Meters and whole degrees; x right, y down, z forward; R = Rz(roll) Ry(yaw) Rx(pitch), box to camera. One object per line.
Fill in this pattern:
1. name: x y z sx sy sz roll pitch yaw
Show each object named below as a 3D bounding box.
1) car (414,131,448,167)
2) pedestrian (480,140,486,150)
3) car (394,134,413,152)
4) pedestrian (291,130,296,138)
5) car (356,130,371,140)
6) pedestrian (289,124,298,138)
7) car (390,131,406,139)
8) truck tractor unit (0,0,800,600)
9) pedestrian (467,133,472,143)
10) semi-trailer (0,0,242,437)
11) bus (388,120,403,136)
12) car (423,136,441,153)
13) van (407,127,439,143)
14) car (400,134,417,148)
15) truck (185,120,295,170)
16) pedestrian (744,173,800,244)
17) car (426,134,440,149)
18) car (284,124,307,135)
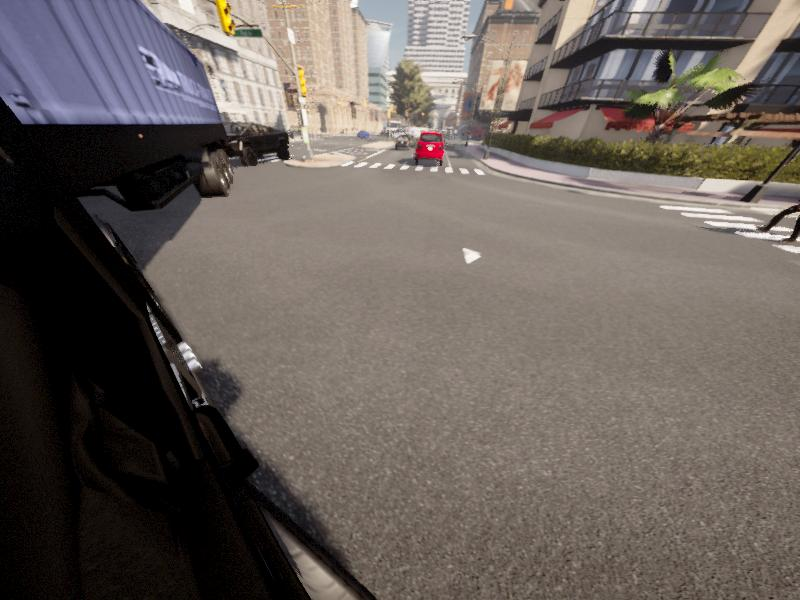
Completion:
1. car: 2.481 -12.338 18.702 2.150 2.045 5.566 6 37 4
2. pedestrian: 11.991 -22.422 33.368 0.500 1.100 0.500 6 37 4
3. car: 0.488 -19.515 28.636 1.789 1.549 3.705 6 37 5
4. pedestrian: -17.898 -27.869 38.768 0.500 1.100 0.500 -5 37 -10
5. car: -7.748 -35.276 49.309 1.882 1.535 5.008 6 36 5
6. pedestrian: -18.500 -29.310 40.030 0.751 1.860 0.751 14 38 15
7. car: -0.434 -40.924 57.381 3.633 1.501 1.845 6 37 4
8. truck tractor unit: -2.645 -0.295 0.351 6.516 4.208 3.053 28 44 30
9. pedestrian: 16.252 -37.736 53.849 0.751 1.860 0.751 7 37 6
10. semi-trailer: -6.662 -4.475 5.540 2.717 4.402 14.254 -14 40 -21
11. bus: -1.690 -63.444 85.288 3.944 4.253 10.273 6 37 5
12. car: 4.037 -19.488 28.878 1.837 1.490 4.892 6 37 5
13. van: 4.781 -34.426 48.226 6.366 2.431 2.351 6 37 4
14. car: 1.277 -23.140 33.583 2.007 1.525 4.514 6 37 5
15. truck: -9.548 -10.081 14.851 2.390 2.098 6.274 5 37 3
16. pedestrian: 10.955 -2.570 6.229 0.751 1.860 0.751 7 37 6
17. car: 4.851 -23.255 33.900 1.851 1.617 3.988 6 37 5
18. car: -25.427 -41.564 56.339 4.605 1.855 1.932 6 37 4
